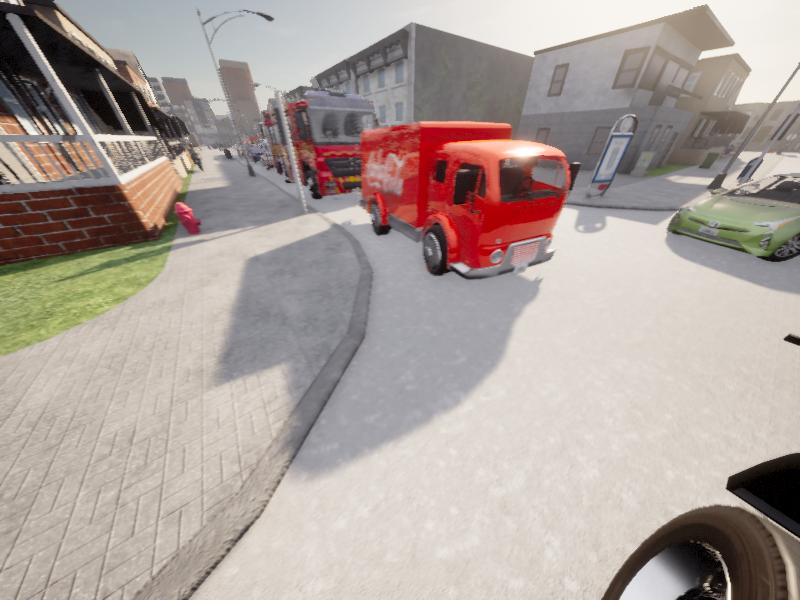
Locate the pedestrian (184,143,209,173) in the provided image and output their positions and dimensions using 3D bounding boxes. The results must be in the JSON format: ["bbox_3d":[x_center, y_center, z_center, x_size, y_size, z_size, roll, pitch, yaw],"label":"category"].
[{"bbox_3d":[-15.010,-10.500,17.076,0.751,1.860,0.751,-23,41,-29],"label":"pedestrian"}]

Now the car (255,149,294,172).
[{"bbox_3d":[-10.978,-12.248,20.169,1.994,1.385,4.181,-22,40,-27],"label":"car"}]

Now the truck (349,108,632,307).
[{"bbox_3d":[0.932,-2.558,5.389,2.627,2.467,5.204,-15,38,-20],"label":"truck"}]

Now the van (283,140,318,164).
[{"bbox_3d":[-11.263,-16.772,26.002,2.069,2.038,4.480,-22,41,-28],"label":"van"}]

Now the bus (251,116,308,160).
[{"bbox_3d":[-16.595,-21.918,31.423,3.944,4.253,10.273,-22,41,-28],"label":"bus"}]

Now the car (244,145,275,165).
[{"bbox_3d":[-15.477,-15.999,25.377,1.882,1.535,5.008,-22,41,-28],"label":"car"}]

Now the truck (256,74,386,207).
[{"bbox_3d":[-4.245,-7.726,11.574,2.891,3.827,8.468,-22,41,-28],"label":"truck"}]

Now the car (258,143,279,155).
[{"bbox_3d":[-22.180,-25.513,38.927,2.007,1.525,4.514,-22,41,-28],"label":"car"}]

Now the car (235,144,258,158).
[{"bbox_3d":[-21.703,-21.082,32.674,1.837,1.490,4.892,-22,40,-28],"label":"car"}]

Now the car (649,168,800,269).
[{"bbox_3d":[9.276,-2.131,5.523,4.514,1.525,2.007,-8,36,-10],"label":"car"}]

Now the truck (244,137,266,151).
[{"bbox_3d":[-30.552,-32.866,48.601,2.627,2.467,5.204,-23,41,-29],"label":"truck"}]
